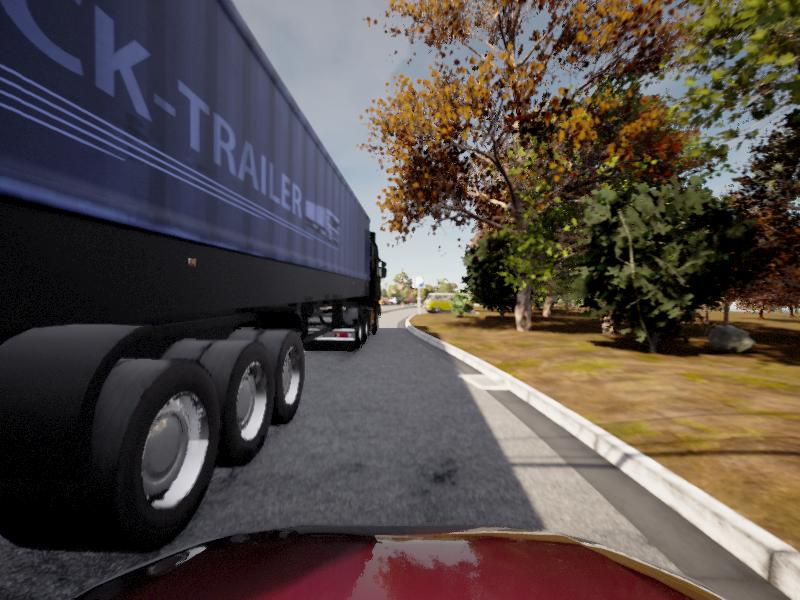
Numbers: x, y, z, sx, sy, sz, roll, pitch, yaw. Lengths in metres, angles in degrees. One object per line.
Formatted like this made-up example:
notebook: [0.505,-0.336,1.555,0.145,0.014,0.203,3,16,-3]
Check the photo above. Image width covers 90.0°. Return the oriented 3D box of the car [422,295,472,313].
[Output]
car: [4.811,0.450,41.196,4.553,1.767,2.185,1,0,-13]

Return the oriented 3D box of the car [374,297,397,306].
car: [-3.615,0.354,101.185,5.566,2.045,2.435,-1,0,-9]

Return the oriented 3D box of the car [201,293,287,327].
car: [-7.639,0.537,20.245,2.163,1.488,4.792,1,-2,4]

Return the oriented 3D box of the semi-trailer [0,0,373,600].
semi-trailer: [-2.571,-0.676,6.530,2.717,4.402,14.254,1,1,2]

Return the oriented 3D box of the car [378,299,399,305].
car: [-2.989,0.602,104.139,5.008,1.535,2.097,-1,0,-9]

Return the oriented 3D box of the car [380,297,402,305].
car: [-2.419,0.349,107.074,5.566,2.045,2.435,-1,0,-9]

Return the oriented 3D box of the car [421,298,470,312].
car: [5.362,0.567,47.038,5.366,1.575,1.946,1,0,-13]

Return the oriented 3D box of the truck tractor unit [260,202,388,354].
truck tractor unit: [-2.236,-0.713,14.431,3.053,4.208,6.516,1,1,3]

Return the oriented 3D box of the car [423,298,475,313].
car: [5.364,0.572,44.187,5.366,1.575,1.946,1,0,-13]

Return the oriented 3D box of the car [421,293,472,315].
car: [4.411,0.351,38.229,4.442,1.987,1.878,1,0,-14]
